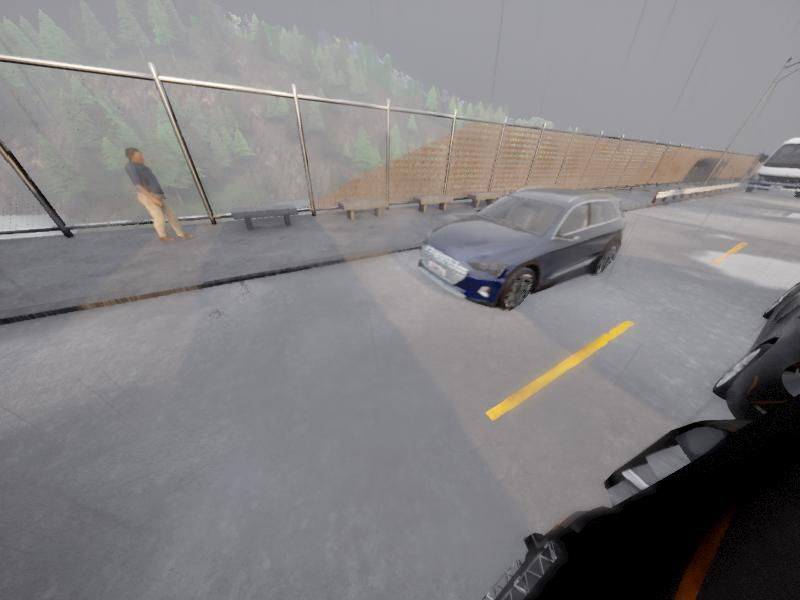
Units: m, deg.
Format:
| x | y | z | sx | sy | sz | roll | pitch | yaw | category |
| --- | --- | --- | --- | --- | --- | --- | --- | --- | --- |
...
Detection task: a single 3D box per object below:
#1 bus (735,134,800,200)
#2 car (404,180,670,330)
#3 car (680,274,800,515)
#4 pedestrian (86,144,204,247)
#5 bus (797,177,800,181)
| x | y | z | sx | sy | sz | roll | pitch | yaw | category |
| --- | --- | --- | --- | --- | --- | --- | --- | --- | --- |
| 35.619 | -11.723 | 20.449 | 10.273 | 4.253 | 3.944 | -16 | 38 | -26 | bus |
| 2.722 | -1.350 | 4.706 | 4.856 | 1.649 | 2.033 | -16 | 38 | -26 | car |
| 5.342 | 0.498 | 2.208 | 5.008 | 1.535 | 1.882 | -16 | 38 | -26 | car |
| -5.168 | -2.157 | 4.879 | 0.751 | 1.860 | 0.751 | -2 | 34 | -8 | pedestrian |
| 78.132 | -23.842 | 41.916 | 10.273 | 4.253 | 3.944 | -16 | 38 | -26 | bus |
